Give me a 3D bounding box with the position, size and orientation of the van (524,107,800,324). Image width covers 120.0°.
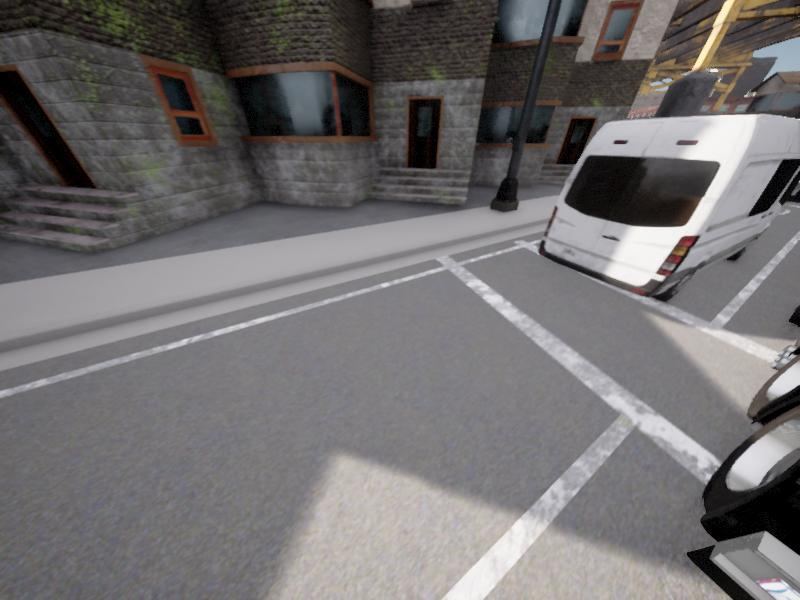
[{"bbox_3d":[5.778,-1.966,4.673,5.915,2.561,1.988,-16,38,-23],"label":"van"}]

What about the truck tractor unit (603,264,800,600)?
[{"bbox_3d":[5.108,-0.302,0.788,6.516,4.208,3.053,-18,39,-24],"label":"truck tractor unit"}]

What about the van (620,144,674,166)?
[{"bbox_3d":[28.422,-16.938,26.870,2.069,2.038,4.480,9,35,12],"label":"van"}]
